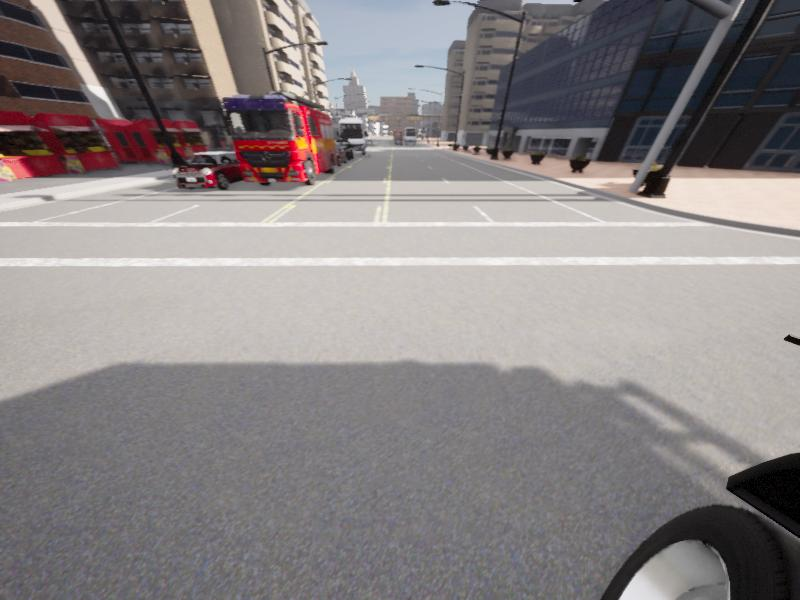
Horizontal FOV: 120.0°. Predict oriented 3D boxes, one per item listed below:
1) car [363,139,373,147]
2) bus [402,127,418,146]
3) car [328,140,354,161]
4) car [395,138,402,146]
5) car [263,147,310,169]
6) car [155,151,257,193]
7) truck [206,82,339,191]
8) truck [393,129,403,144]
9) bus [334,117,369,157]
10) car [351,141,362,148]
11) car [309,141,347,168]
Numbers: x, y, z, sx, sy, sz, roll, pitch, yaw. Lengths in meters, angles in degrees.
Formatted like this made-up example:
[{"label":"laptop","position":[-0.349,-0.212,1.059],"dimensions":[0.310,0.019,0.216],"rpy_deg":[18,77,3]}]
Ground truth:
[{"label":"car","position":[-8.631,-43.071,63.252],"dimensions":[2.242,1.667,4.611],"rpy_deg":[-1,35,-1]},{"label":"bus","position":[2.794,-49.238,69.507],"dimensions":[3.944,4.253,10.273],"rpy_deg":[-1,37,-1]},{"label":"car","position":[-6.422,-16.630,25.612],"dimensions":[1.905,1.878,3.866],"rpy_deg":[-1,35,-1]},{"label":"car","position":[-0.521,-46.259,67.655],"dimensions":[2.033,1.649,4.856],"rpy_deg":[-1,37,-1]},{"label":"car","position":[-9.672,-12.451,20.097],"dimensions":[1.994,1.385,4.181],"rpy_deg":[0,35,-1]},{"label":"car","position":[-9.518,-6.698,11.867],"dimensions":[1.970,1.475,3.806],"rpy_deg":[0,35,-1]},{"label":"truck","position":[-6.089,-9.231,13.439],"dimensions":[2.891,3.827,8.468],"rpy_deg":[-1,35,-1]},{"label":"truck","position":[-0.756,-53.855,75.974],"dimensions":[2.891,3.827,8.468],"rpy_deg":[-1,37,-1]},{"label":"bus","position":[-6.755,-24.138,34.228],"dimensions":[3.944,4.253,10.273],"rpy_deg":[-4,37,-5]},{"label":"car","position":[-10.734,-38.436,57.027],"dimensions":[1.994,1.385,4.181],"rpy_deg":[-1,36,-1]},{"label":"car","position":[-6.251,-13.103,20.678],"dimensions":[2.097,1.767,4.553],"rpy_deg":[-1,35,-1]}]
